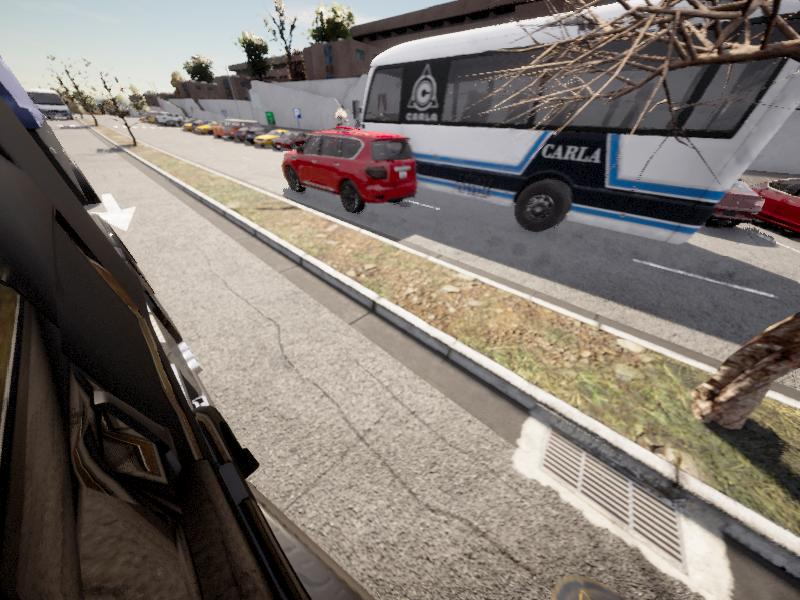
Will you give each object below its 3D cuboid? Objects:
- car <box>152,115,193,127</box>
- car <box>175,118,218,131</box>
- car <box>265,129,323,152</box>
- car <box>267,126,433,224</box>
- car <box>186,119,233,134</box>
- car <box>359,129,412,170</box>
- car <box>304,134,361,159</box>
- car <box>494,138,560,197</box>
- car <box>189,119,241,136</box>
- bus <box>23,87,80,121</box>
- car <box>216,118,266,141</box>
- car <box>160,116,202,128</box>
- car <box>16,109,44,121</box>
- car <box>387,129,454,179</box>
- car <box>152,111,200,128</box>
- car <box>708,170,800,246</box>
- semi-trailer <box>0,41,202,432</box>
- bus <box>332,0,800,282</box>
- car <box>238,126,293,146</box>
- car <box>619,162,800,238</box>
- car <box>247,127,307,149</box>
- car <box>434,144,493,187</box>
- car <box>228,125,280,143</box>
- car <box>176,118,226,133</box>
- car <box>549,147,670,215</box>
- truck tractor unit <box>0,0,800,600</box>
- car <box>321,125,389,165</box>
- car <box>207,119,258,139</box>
[{"bbox_3d":[-43.487,-34.347,44.317,2.097,1.535,5.008,16,38,15],"label":"car"},{"bbox_3d":[-32.272,-27.933,36.882,2.002,1.452,4.674,15,38,15],"label":"car"},{"bbox_3d":[-9.809,-15.151,21.940,2.163,1.488,4.792,16,38,15],"label":"car"},{"bbox_3d":[-1.909,-4.570,7.928,5.566,2.045,2.150,29,44,31],"label":"car"},{"bbox_3d":[-27.770,-25.393,33.929,2.163,1.488,4.792,15,38,15],"label":"car"},{"bbox_3d":[-0.830,-10.286,15.686,1.878,1.987,4.442,15,38,15],"label":"car"},{"bbox_3d":[-5.306,-12.641,18.954,2.002,1.452,4.674,15,38,15],"label":"car"},{"bbox_3d":[5.988,-6.666,11.332,1.878,1.987,4.442,15,38,15],"label":"car"},{"bbox_3d":[-25.595,-24.016,32.259,1.946,1.575,5.366,16,38,15],"label":"car"},{"bbox_3d":[-63.802,-35.891,42.495,10.273,4.253,3.944,29,44,30],"label":"bus"},{"bbox_3d":[-18.810,-20.383,27.711,1.878,1.987,4.442,16,38,15],"label":"car"},{"bbox_3d":[-38.992,-31.800,41.333,2.231,1.521,4.892,16,38,15],"label":"car"},{"bbox_3d":[-61.011,-30.636,38.168,4.181,1.385,1.994,29,44,30],"label":"car"},{"bbox_3d":[1.451,-9.105,14.227,2.435,2.045,5.566,15,38,15],"label":"car"},{"bbox_3d":[-41.227,-33.293,42.694,2.435,2.045,5.566,15,38,15],"label":"car"},{"bbox_3d":[12.689,-2.623,6.824,2.163,1.488,4.792,15,38,15],"label":"car"},{"bbox_3d":[-8.703,-3.613,4.207,14.254,4.402,2.717,28,44,30],"label":"semi-trailer"},{"bbox_3d":[2.962,-5.064,7.088,10.273,4.253,3.944,29,44,30],"label":"bus"},{"bbox_3d":[-14.290,-17.715,24.990,2.163,1.488,4.792,15,38,15],"label":"car"},{"bbox_3d":[10.428,-3.888,8.374,2.002,1.452,4.674,15,38,15],"label":"car"},{"bbox_3d":[-12.107,-16.356,23.303,1.946,1.575,5.366,15,38,15],"label":"car"},{"bbox_3d":[3.687,-7.666,12.884,2.231,1.521,4.892,15,38,15],"label":"car"},{"bbox_3d":[-16.550,-18.962,26.465,2.002,1.452,4.674,15,38,15],"label":"car"},{"bbox_3d":[-30.085,-26.586,35.230,1.946,1.575,5.366,16,38,15],"label":"car"},{"bbox_3d":[8.180,-5.256,9.766,2.185,1.767,4.553,15,38,15],"label":"car"},{"bbox_3d":[-2.645,-0.295,0.352,6.516,4.208,3.053,28,44,30],"label":"truck tractor unit"},{"bbox_3d":[-3.034,-11.639,17.297,2.435,2.045,5.566,15,38,15],"label":"car"},{"bbox_3d":[-21.044,-21.634,29.331,2.185,1.767,4.553,15,38,15],"label":"car"}]
